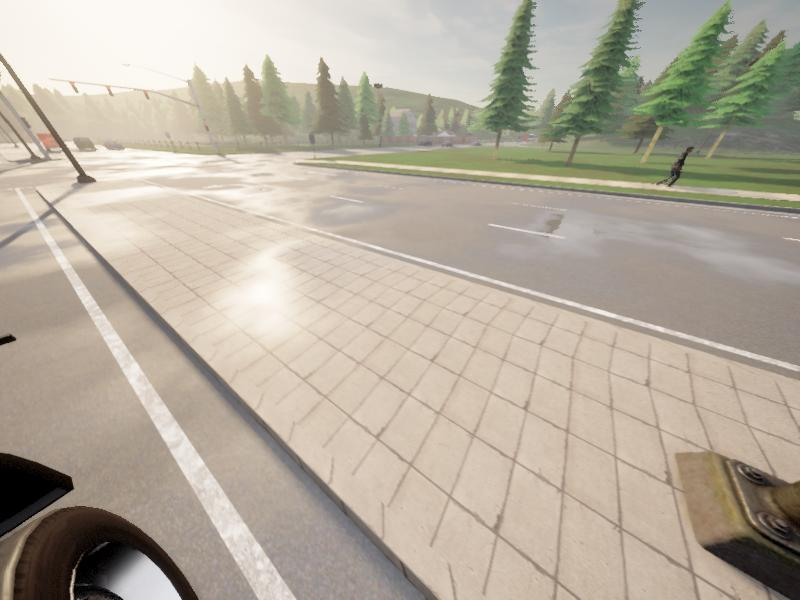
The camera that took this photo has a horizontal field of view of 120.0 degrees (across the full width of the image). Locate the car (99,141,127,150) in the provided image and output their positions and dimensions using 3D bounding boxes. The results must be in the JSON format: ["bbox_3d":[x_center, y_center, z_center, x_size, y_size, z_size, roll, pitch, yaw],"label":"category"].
[{"bbox_3d":[-54.262,-29.261,43.688,5.357,1.411,2.033,22,40,27],"label":"car"}]

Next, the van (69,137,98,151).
[{"bbox_3d":[-56.825,-28.072,41.478,4.442,1.987,1.775,22,40,27],"label":"van"}]

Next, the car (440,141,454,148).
[{"bbox_3d":[12.826,-42.420,62.842,1.837,1.490,4.892,22,41,28],"label":"car"}]

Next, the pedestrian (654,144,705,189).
[{"bbox_3d":[13.810,-6.632,11.507,0.751,1.860,0.751,22,41,27],"label":"pedestrian"}]

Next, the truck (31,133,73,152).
[{"bbox_3d":[-58.218,-26.382,38.650,5.204,2.467,2.627,22,40,27],"label":"truck"}]

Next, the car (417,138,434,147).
[{"bbox_3d":[7.261,-45.114,66.148,2.150,2.045,5.566,22,41,28],"label":"car"}]
